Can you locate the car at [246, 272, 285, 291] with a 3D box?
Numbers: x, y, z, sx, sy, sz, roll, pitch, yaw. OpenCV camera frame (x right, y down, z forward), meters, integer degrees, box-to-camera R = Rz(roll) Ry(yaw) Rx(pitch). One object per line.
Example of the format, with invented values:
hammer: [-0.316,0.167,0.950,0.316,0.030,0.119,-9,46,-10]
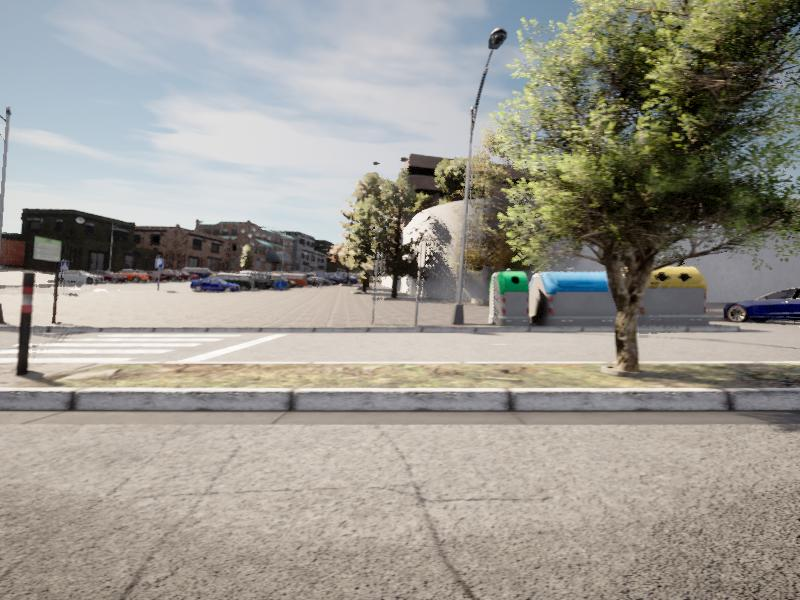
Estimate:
car: [-17.322,-2.405,51.619,4.442,1.987,1.878,3,5,-3]

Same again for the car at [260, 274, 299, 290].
car: [-16.379,-2.487,54.508,4.553,1.767,2.185,3,5,-4]

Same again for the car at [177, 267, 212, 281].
car: [-32.186,-4.063,62.835,4.442,1.987,1.878,2,5,-5]

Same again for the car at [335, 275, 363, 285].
car: [-9.872,-3.879,77.560,5.366,1.575,1.946,3,5,-5]

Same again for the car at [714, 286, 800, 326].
car: [15.836,0.230,15.932,2.163,1.488,4.792,0,-1,-23]

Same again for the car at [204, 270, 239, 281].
car: [-30.565,-4.208,68.526,5.008,1.535,2.097,2,4,-5]

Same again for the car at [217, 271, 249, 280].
car: [-29.765,-4.364,71.357,4.792,1.488,2.163,2,4,-5]

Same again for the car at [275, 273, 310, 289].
car: [-15.363,-2.764,57.383,4.442,1.987,1.878,3,5,-4]

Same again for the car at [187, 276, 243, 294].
car: [-19.819,-1.619,43.054,5.008,1.535,2.097,3,5,-3]

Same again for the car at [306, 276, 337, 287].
car: [-12.918,-3.076,66.029,4.792,1.488,2.163,3,4,-4]

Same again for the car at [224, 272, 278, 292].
car: [-18.098,-2.240,48.756,5.566,2.045,2.435,3,5,-3]

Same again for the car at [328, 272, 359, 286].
car: [-10.437,-3.924,74.679,5.566,2.045,2.435,3,4,-5]

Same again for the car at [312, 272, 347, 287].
car: [-12.064,-3.544,68.897,5.566,2.045,2.435,3,5,-4]

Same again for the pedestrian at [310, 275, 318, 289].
pedestrian: [-11.722,-2.500,54.693,0.751,1.860,0.751,4,0,11]

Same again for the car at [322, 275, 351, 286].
car: [-11.288,-3.485,71.809,4.892,1.521,2.231,3,5,-5]

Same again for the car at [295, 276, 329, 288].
car: [-13.778,-2.917,63.138,4.892,1.521,2.231,3,5,-4]

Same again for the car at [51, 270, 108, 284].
car: [-36.609,-2.667,45.799,4.674,1.452,2.002,2,4,-5]

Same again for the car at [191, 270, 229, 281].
car: [-31.132,-4.019,65.711,5.366,1.575,1.946,2,4,-5]

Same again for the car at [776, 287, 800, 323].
car: [18.799,0.202,16.069,2.231,1.521,4.892,0,0,-23]

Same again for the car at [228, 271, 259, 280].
car: [-29.035,-4.581,74.184,5.008,1.535,2.097,2,4,-5]

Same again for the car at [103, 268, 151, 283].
car: [-35.067,-3.207,51.478,4.553,1.767,2.185,2,5,-5]

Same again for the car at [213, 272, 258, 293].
car: [-18.819,-2.022,45.909,4.442,1.987,1.878,3,5,-3]

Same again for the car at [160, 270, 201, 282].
car: [-32.841,-3.648,60.028,5.008,1.535,2.097,2,4,-5]

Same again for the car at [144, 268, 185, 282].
car: [-33.556,-3.583,57.170,4.553,1.767,2.185,2,5,-5]

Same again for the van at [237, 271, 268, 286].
van: [-21.563,-3.222,58.672,2.069,2.038,4.480,4,5,15]

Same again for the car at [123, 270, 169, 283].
car: [-34.378,-3.243,54.332,4.792,1.488,2.163,2,5,-5]

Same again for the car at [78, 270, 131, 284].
car: [-35.827,-2.865,48.650,4.792,1.488,2.163,2,4,-5]
